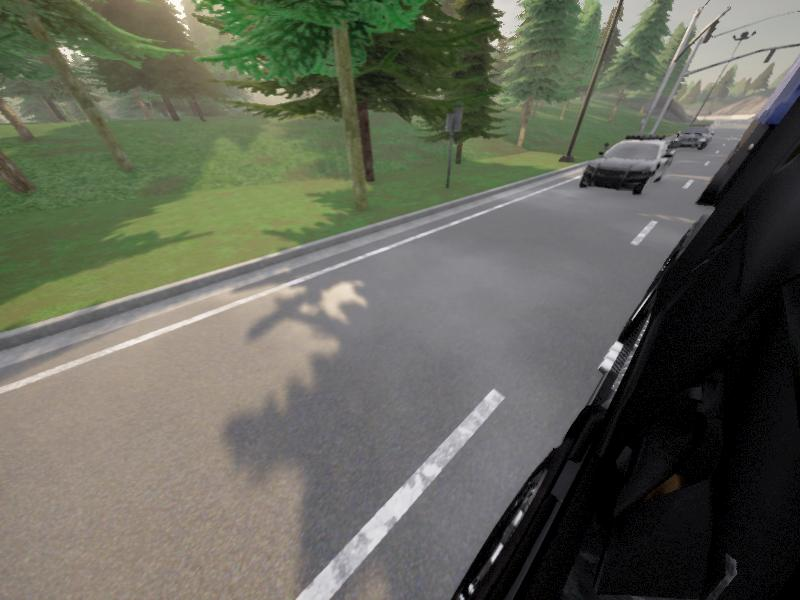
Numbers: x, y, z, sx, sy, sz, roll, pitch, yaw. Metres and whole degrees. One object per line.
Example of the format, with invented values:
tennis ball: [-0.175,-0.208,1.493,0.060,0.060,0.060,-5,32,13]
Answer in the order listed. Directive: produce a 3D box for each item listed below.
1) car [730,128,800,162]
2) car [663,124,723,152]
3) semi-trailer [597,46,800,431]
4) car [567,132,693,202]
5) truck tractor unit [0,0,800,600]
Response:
car: [21.834,-9.302,13.726,4.181,1.385,1.994,-28,44,-30]
car: [22.893,-12.691,18.022,4.974,1.542,2.038,-28,44,-30]
semi-trailer: [8.709,-3.579,4.247,14.254,4.402,2.717,-28,44,-30]
car: [8.790,-5.253,8.757,5.238,1.638,1.930,-28,44,-30]
truck tractor unit: [2.645,-0.295,0.351,6.516,4.208,3.053,-28,44,-30]
